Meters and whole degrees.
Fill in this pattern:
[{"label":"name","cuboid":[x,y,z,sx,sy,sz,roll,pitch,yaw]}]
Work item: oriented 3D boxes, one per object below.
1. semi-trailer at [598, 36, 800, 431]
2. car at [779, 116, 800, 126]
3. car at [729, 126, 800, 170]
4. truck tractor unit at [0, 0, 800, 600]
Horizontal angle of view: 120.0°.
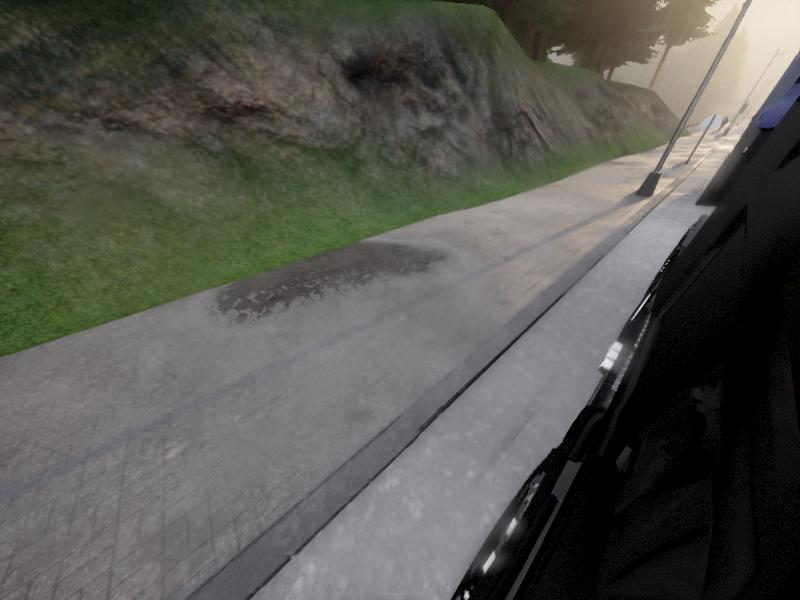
[{"label":"semi-trailer","cuboid":[8.696,-3.585,4.262,14.254,4.402,2.717,-28,43,-30]},{"label":"car","cuboid":[74.491,-34.028,43.881,4.181,1.385,1.994,-28,43,-30]},{"label":"car","cuboid":[19.470,-8.029,12.028,5.008,1.535,1.882,-27,42,-29]},{"label":"truck tractor unit","cuboid":[2.645,-0.295,0.351,6.516,4.208,3.053,-28,44,-30]}]
